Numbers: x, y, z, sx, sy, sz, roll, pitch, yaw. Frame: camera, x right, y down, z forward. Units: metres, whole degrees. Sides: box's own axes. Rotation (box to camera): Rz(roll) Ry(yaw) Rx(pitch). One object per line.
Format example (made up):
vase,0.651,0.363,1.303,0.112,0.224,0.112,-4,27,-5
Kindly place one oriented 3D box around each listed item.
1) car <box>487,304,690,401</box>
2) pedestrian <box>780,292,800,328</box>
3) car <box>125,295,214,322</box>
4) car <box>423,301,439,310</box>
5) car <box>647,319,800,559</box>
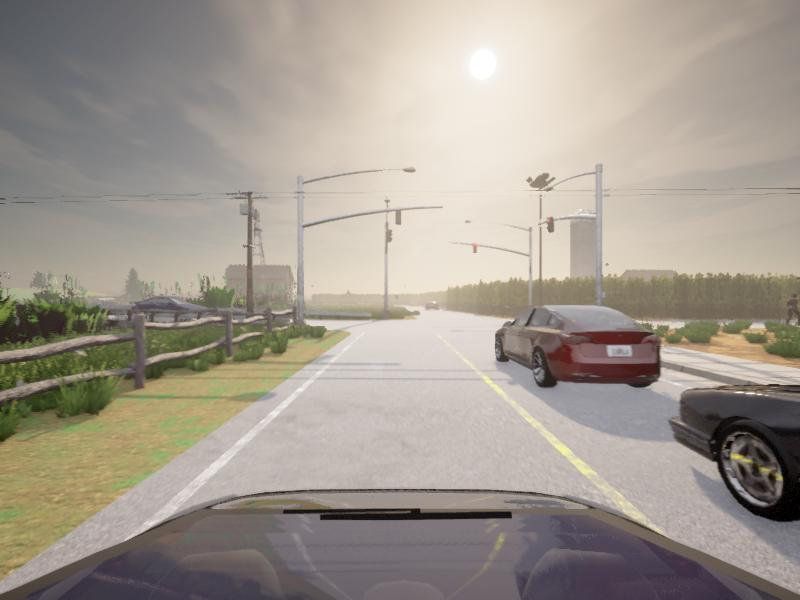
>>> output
car,3.487,0.854,8.698,2.163,1.488,4.792,0,0,0
pedestrian,20.766,0.527,21.084,0.751,1.860,0.751,0,0,-4
car,-14.827,0.521,25.869,4.674,1.442,1.812,3,0,3
car,5.207,0.908,67.068,2.163,1.488,4.792,0,0,-2
car,3.494,0.895,1.325,2.033,1.411,5.357,0,0,0
